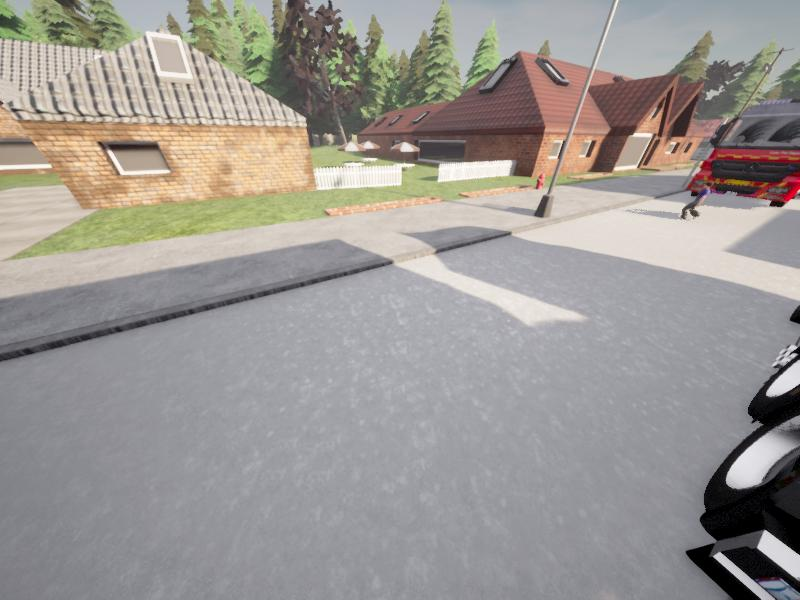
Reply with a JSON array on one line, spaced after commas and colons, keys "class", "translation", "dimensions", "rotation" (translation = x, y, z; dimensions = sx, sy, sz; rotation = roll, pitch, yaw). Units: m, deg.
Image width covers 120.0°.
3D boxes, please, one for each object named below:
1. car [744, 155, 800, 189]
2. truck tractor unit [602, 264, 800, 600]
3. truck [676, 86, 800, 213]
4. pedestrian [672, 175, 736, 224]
[{"class": "car", "translation": [24.846, -8.252, 14.708], "dimensions": [4.902, 1.511, 2.128], "rotation": [-18, 39, -24]}, {"class": "truck tractor unit", "translation": [5.108, -0.304, 0.780], "dimensions": [6.516, 4.208, 3.053], "rotation": [-18, 39, -24]}, {"class": "truck", "translation": [17.498, -6.813, 10.564], "dimensions": [8.468, 3.827, 2.891], "rotation": [-18, 39, -24]}, {"class": "pedestrian", "translation": [10.104, -3.359, 7.715], "dimensions": [0.751, 1.300, 0.751], "rotation": [-25, 42, -31]}]
